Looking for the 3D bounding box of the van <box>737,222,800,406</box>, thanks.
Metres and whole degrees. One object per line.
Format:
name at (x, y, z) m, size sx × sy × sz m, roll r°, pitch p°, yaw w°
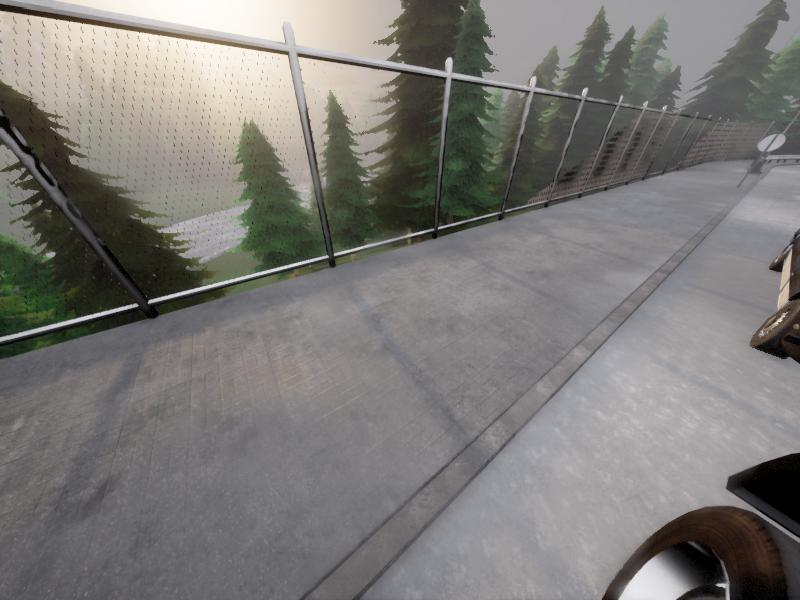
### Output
van at (6.826, -0.674, 2.631) m, size 5.915 × 2.561 × 1.988 m, roll -22°, pitch 41°, yaw -28°
